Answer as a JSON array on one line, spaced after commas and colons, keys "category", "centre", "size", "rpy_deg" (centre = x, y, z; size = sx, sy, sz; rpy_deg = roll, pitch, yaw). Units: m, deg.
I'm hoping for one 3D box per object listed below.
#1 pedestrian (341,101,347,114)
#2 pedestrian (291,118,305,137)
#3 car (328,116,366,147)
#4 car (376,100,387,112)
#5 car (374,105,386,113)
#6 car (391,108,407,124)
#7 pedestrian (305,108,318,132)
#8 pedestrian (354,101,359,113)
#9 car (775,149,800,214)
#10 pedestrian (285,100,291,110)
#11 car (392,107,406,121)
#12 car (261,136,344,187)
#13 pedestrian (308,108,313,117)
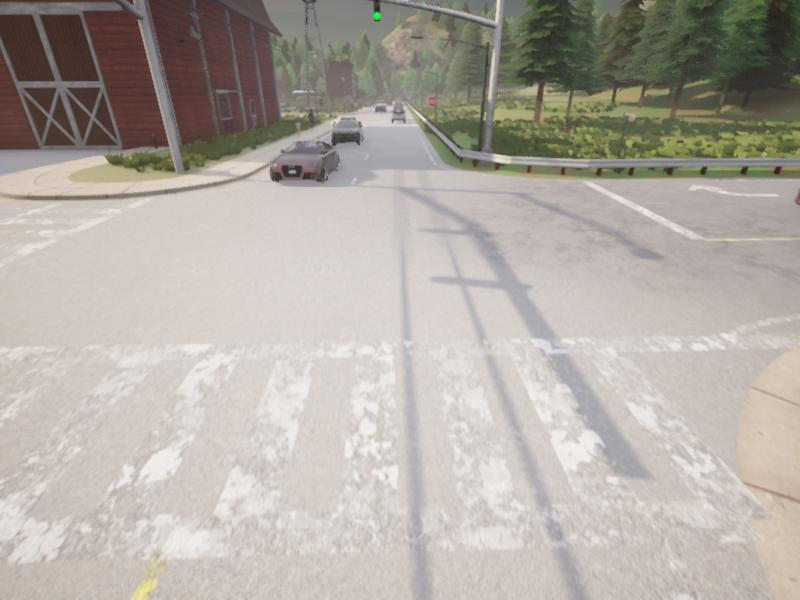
[{"category": "pedestrian", "centre": [-9.620, -33.220, 69.030], "size": [0.751, 1.860, 0.751], "rpy_deg": [0, 27, 0]}, {"category": "pedestrian", "centre": [-7.722, -13.112, 30.437], "size": [0.751, 1.300, 0.751], "rpy_deg": [0, 27, 0]}, {"category": "car", "centre": [-3.596, -11.887, 28.037], "size": [1.930, 1.638, 5.238], "rpy_deg": [0, 27, 0]}, {"category": "car", "centre": [-3.790, -40.125, 82.637], "size": [2.150, 2.045, 5.566], "rpy_deg": [0, 27, 0]}, {"category": "car", "centre": [-3.762, -36.090, 75.594], "size": [1.895, 1.301, 4.718], "rpy_deg": [0, 27, 0]}, {"category": "car", "centre": [-0.165, -22.424, 48.592], "size": [1.851, 1.617, 3.988], "rpy_deg": [0, 27, 0]}, {"category": "pedestrian", "centre": [-7.707, -15.758, 34.980], "size": [0.751, 1.860, 0.751], "rpy_deg": [2, 27, 5]}, {"category": "pedestrian", "centre": [-7.946, -35.080, 72.646], "size": [0.751, 1.860, 0.751], "rpy_deg": [-3, 27, -5]}, {"category": "car", "centre": [13.474, -3.015, 10.548], "size": [4.611, 1.667, 2.242], "rpy_deg": [-1, 27, -1]}, {"category": "pedestrian", "centre": [-23.536, -40.883, 84.060], "size": [0.751, 1.860, 0.751], "rpy_deg": [21, 34, 35]}, {"category": "car", "centre": [-0.189, -25.416, 54.603], "size": [1.812, 1.442, 4.674], "rpy_deg": [0, 27, 0]}, {"category": "car", "centre": [-3.784, -5.764, 16.397], "size": [1.994, 1.385, 4.181], "rpy_deg": [2, 27, 5]}, {"category": "pedestrian", "centre": [-13.358, -27.991, 59.691], "size": [0.500, 1.100, 0.500], "rpy_deg": [-2, 27, -3]}]
